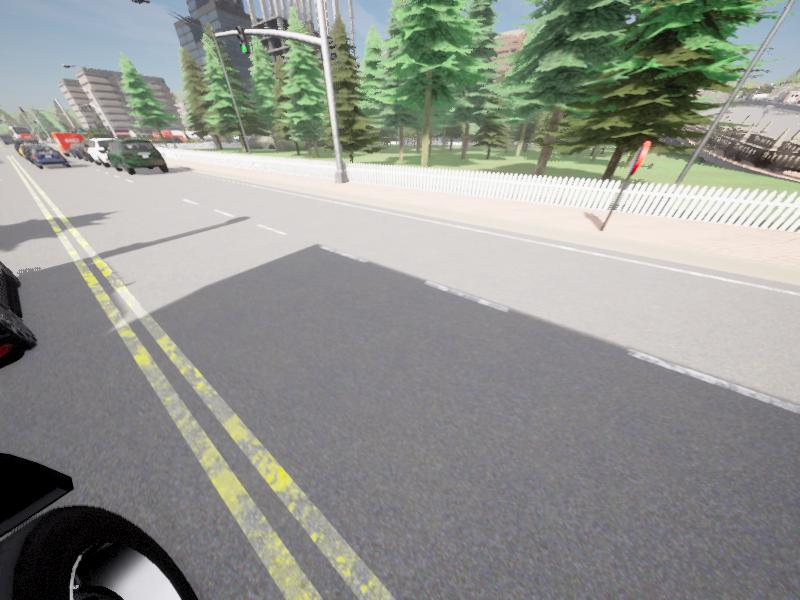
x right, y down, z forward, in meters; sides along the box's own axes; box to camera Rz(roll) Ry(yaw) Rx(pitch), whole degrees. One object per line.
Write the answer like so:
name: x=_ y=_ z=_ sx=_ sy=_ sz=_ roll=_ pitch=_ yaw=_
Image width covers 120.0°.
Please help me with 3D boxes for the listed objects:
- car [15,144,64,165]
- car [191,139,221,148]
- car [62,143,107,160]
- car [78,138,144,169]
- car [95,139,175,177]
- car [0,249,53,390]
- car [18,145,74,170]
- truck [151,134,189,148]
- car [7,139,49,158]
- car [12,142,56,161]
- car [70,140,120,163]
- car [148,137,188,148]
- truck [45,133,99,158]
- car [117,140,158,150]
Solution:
car: x=-34.377 y=-13.906 z=22.044 sx=4.193 sy=1.474 sz=1.816 roll=22 pitch=41 yaw=28
car: x=-47.282 y=-38.316 z=56.501 sx=2.038 sy=1.542 sz=4.974 roll=21 pitch=40 yaw=27
car: x=-36.562 y=-17.260 z=26.777 sx=4.792 sy=1.488 sz=2.163 roll=22 pitch=41 yaw=28
car: x=-25.268 y=-12.892 z=20.193 sx=5.566 sy=2.045 sz=2.150 roll=22 pitch=41 yaw=28
car: x=-19.280 y=-10.458 z=16.793 sx=5.566 sy=2.045 sz=2.150 roll=22 pitch=41 yaw=28
car: x=-6.239 y=0.028 z=2.532 sx=3.806 sy=1.475 sz=1.970 roll=22 pitch=41 yaw=28
car: x=-29.197 y=-11.831 z=19.079 sx=3.705 sy=1.549 sz=1.789 roll=22 pitch=41 yaw=28
truck: x=-53.449 y=-37.010 z=53.788 sx=2.627 sy=2.467 sz=5.204 roll=21 pitch=40 yaw=27
car: x=-45.870 y=-18.753 z=28.466 sx=4.605 sy=1.855 sz=1.932 roll=22 pitch=41 yaw=28
car: x=-40.099 y=-16.280 z=25.268 sx=5.366 sy=1.575 sz=1.801 roll=22 pitch=41 yaw=28
car: x=-31.210 y=-15.244 z=23.620 sx=4.605 sy=1.855 sz=1.932 roll=22 pitch=41 yaw=28
car: x=-51.396 y=-34.965 z=51.264 sx=2.150 sy=2.045 sz=5.566 roll=21 pitch=40 yaw=27
truck: x=-41.786 y=-19.793 z=29.464 sx=5.204 sy=2.467 sz=2.627 roll=22 pitch=41 yaw=28
car: x=-51.843 y=-30.694 z=45.696 sx=2.163 sy=1.488 sz=4.792 roll=21 pitch=40 yaw=27
